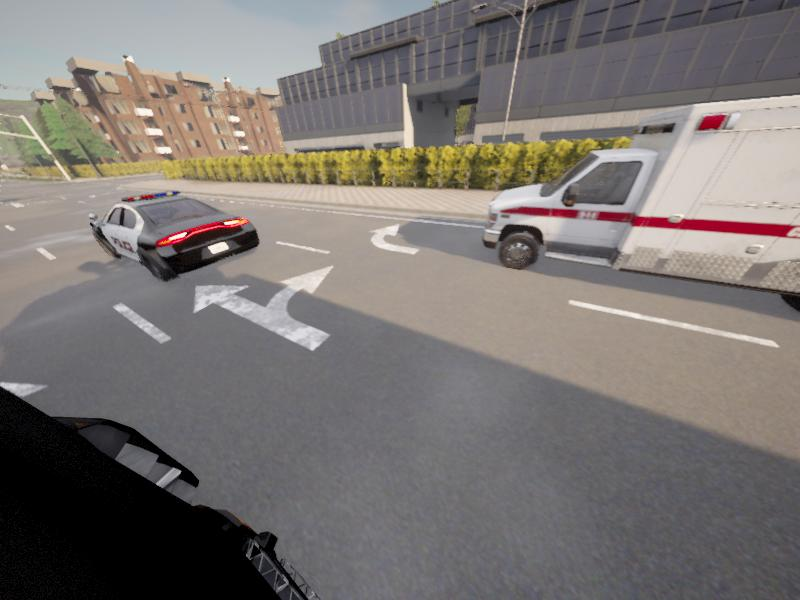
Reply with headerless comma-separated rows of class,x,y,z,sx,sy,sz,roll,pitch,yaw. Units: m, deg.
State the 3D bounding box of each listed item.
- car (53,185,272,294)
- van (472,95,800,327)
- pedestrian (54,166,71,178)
car,-5.991,-1.865,5.866,4.974,1.542,2.038,15,38,26
van,4.788,-1.500,3.624,6.366,2.431,2.351,15,38,25
pedestrian,-59.046,-22.375,40.408,0.751,1.860,0.751,15,38,25
